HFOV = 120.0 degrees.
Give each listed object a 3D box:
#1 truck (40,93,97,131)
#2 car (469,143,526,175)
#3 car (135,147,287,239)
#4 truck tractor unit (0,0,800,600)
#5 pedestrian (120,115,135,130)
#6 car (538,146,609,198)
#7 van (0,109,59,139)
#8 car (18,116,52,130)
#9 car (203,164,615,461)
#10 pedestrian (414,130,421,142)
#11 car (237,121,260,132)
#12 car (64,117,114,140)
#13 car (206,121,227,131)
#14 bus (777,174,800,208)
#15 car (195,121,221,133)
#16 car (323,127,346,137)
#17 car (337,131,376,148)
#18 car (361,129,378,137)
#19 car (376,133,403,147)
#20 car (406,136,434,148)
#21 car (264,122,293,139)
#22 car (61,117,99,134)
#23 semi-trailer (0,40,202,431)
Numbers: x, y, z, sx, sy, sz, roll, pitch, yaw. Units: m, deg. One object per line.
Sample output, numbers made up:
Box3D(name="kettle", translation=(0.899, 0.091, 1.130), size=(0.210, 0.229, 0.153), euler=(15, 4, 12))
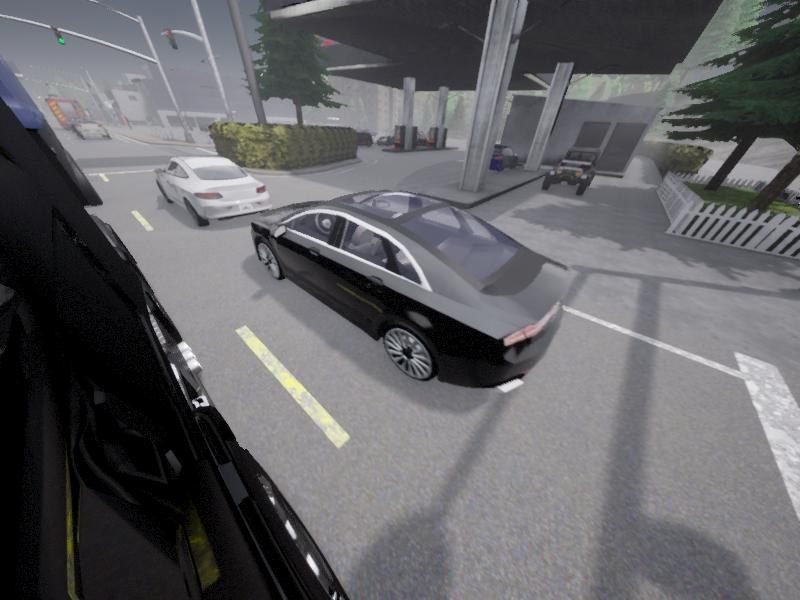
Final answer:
Box3D(name="truck", translation=(-46.885, -26.451, 32.671), size=(8.468, 3.827, 2.891), euler=(28, 44, 30))
Box3D(name="car", translation=(7.564, -10.934, 17.747), size=(2.242, 1.667, 4.611), euler=(28, 44, 29))
Box3D(name="car", translation=(-5.584, -3.397, 6.768), size=(4.674, 1.442, 1.812), euler=(29, 43, 29))
Box3D(name="truck tractor unit", translation=(-2.645, -0.295, 0.351), size=(6.516, 4.208, 3.053), euler=(28, 44, 30))
Box3D(name="pedestrian", translation=(-42.789, -27.930, 36.339), size=(0.751, 1.860, 0.751), euler=(31, 45, 32))
Box3D(name="car", translation=(9.151, -6.844, 12.121), size=(1.905, 1.878, 3.866), euler=(28, 44, 29))
Box3D(name="van", translation=(-34.910, -16.555, 21.749), size=(4.480, 2.038, 2.069), euler=(25, 42, 26))
Box3D(name="car", translation=(-50.357, -24.488, 31.879), size=(4.181, 1.385, 1.994), euler=(27, 43, 29))
Box3D(name="car", translation=(-0.404, -0.737, 3.347), size=(4.902, 1.511, 2.128), euler=(28, 44, 30))
Box3D(name="pedestrian", translation=(3.356, -31.728, 44.614), size=(0.751, 1.860, 0.751), euler=(28, 44, 30))
Box3D(name="car", translation=(-33.508, -38.422, 51.170), size=(5.027, 1.636, 2.152), euler=(28, 44, 29))
Box3D(name="car", translation=(-31.957, -17.630, 23.722), size=(5.027, 1.651, 2.152), euler=(28, 43, 29))
Box3D(name="car", translation=(-37.360, -35.392, 47.014), size=(3.806, 1.475, 1.970), euler=(28, 44, 29))
Box3D(name="bus", translation=(19.393, -4.353, 7.479), size=(3.944, 4.253, 10.273), euler=(28, 44, 30))
Box3D(name="car", translation=(-34.285, -30.848, 41.269), size=(4.514, 1.523, 2.007), euler=(28, 44, 29))
Box3D(name="car", translation=(-13.656, -35.050, 48.201), size=(4.514, 1.523, 2.007), euler=(28, 44, 29))
Box3D(name="car", translation=(-5.659, -21.266, 30.581), size=(2.033, 1.649, 4.856), euler=(28, 44, 30))
Box3D(name="car", translation=(-7.242, -39.431, 54.489), size=(3.633, 1.501, 1.845), euler=(28, 44, 29))
Box3D(name="car", translation=(-1.596, -23.985, 34.592), size=(1.970, 1.475, 3.806), euler=(28, 44, 30))
Box3D(name="car", translation=(3.092, -23.881, 34.847), size=(1.994, 1.385, 4.181), euler=(28, 44, 30))
Box3D(name="car", translation=(-18.202, -25.354, 34.620), size=(3.866, 1.878, 1.905), euler=(28, 44, 29))
Box3D(name="car", translation=(-40.090, -21.884, 28.938), size=(4.974, 1.542, 2.038), euler=(28, 44, 30))
Box3D(name="semi-trailer", translation=(-8.700, -3.610, 4.218), size=(14.254, 4.402, 2.717), euler=(28, 44, 30))
